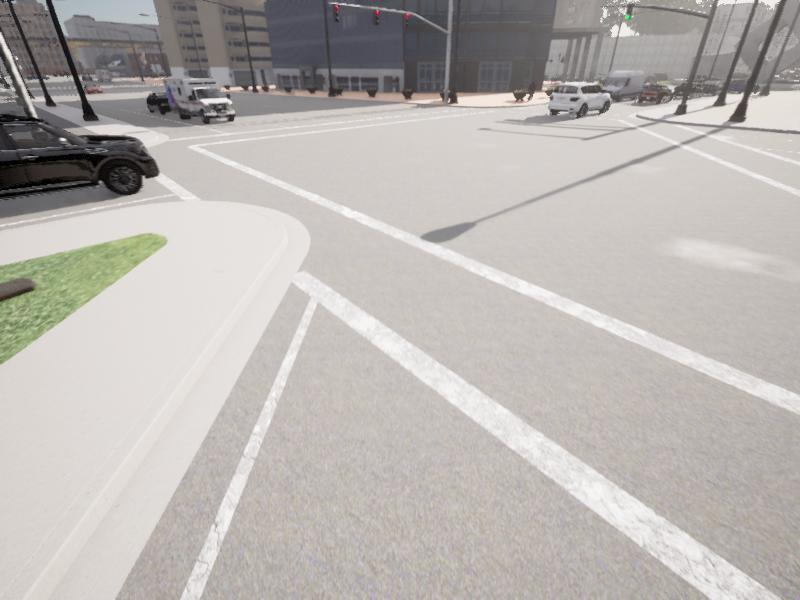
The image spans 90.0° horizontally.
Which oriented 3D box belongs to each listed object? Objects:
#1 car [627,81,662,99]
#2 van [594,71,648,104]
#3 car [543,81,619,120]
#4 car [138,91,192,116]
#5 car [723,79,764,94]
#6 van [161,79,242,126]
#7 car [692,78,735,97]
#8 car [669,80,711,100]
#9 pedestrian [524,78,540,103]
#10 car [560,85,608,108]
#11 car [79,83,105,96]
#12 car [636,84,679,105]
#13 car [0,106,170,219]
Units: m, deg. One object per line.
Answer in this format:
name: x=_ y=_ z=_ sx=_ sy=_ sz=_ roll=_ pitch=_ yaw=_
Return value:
car: x=26.149 y=-22.458 z=42.708 sx=3.633 sy=1.501 sz=1.845 roll=-26 pitch=39 yaw=-37
van: x=21.298 y=-20.551 z=38.478 sx=5.915 sy=2.561 sz=1.988 roll=-25 pitch=39 yaw=-36
car: x=12.485 y=-13.853 z=27.586 sx=5.566 sy=2.045 sz=2.150 roll=-25 pitch=38 yaw=-35
car: x=-18.609 y=-15.603 z=31.658 sx=2.128 sy=1.511 sz=4.902 roll=-26 pitch=38 yaw=-36
car: x=41.943 y=-26.081 z=48.866 sx=4.193 sy=1.474 sz=1.816 roll=-14 pitch=33 yaw=-22
van: x=-13.228 y=-13.220 z=26.467 sx=2.351 sy=2.431 sz=6.366 roll=-26 pitch=38 yaw=-36
car: x=35.811 y=-24.280 z=45.658 sx=5.238 sy=1.638 sz=1.930 roll=-21 pitch=36 yaw=-32
car: x=30.373 y=-22.020 z=41.826 sx=5.238 sy=1.638 sz=1.930 roll=-25 pitch=38 yaw=-36
pedestrian: x=11.712 y=-18.623 z=35.564 sx=0.751 sy=1.860 sz=0.751 roll=-24 pitch=38 yaw=-35
car: x=15.822 y=-17.505 z=34.357 sx=4.193 sy=1.474 sz=1.816 roll=-25 pitch=39 yaw=-36
car: x=-50.232 y=-34.447 z=65.310 sx=2.242 sy=1.667 sz=4.611 roll=-26 pitch=38 yaw=-36
car: x=23.413 y=-18.694 z=36.347 sx=4.193 sy=1.474 sz=1.816 roll=-25 pitch=38 yaw=-36
car: x=-9.328 y=-3.465 z=9.941 sx=5.566 sy=2.045 sz=2.150 roll=-25 pitch=39 yaw=-36
